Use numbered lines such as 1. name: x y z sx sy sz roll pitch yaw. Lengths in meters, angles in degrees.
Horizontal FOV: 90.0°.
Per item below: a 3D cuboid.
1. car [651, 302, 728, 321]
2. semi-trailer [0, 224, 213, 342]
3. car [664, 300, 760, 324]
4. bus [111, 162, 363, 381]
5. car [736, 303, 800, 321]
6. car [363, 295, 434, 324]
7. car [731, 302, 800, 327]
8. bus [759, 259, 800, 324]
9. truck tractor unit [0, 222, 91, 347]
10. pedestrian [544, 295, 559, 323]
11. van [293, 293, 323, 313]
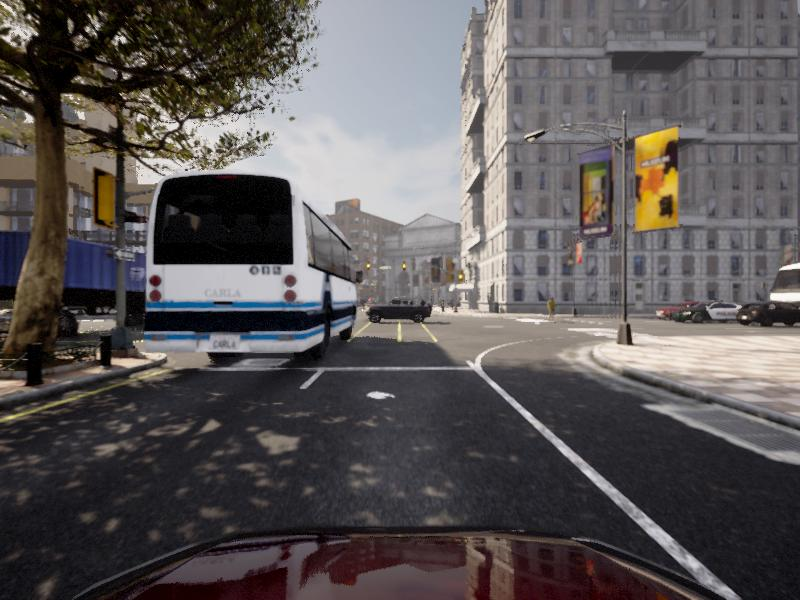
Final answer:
1. car: 22.211 0.845 30.794 4.674 1.442 1.812 0 0 0
2. semi-trailer: -15.000 -0.638 22.053 2.717 4.402 14.254 0 0 0
3. car: 21.155 0.805 27.294 4.974 1.542 2.038 0 0 0
4. bus: -3.621 -0.545 12.881 3.944 4.253 10.273 0 0 0
5. car: 29.057 0.919 30.828 4.718 1.301 1.895 0 0 0
6. car: -0.105 0.635 27.174 4.605 1.855 1.932 1 0 0
7. car: 22.546 0.835 23.812 4.193 1.474 1.816 0 0 0
8. bus: 31.363 -0.555 27.208 10.273 4.253 3.944 0 0 0
9. truck tractor unit: -14.993 -0.537 14.137 3.053 4.208 6.516 0 0 0
10. pedestrian: 10.497 0.615 27.678 0.751 1.860 0.751 0 0 0
11. van: -11.502 0.338 50.585 2.351 2.431 6.366 0 0 0
